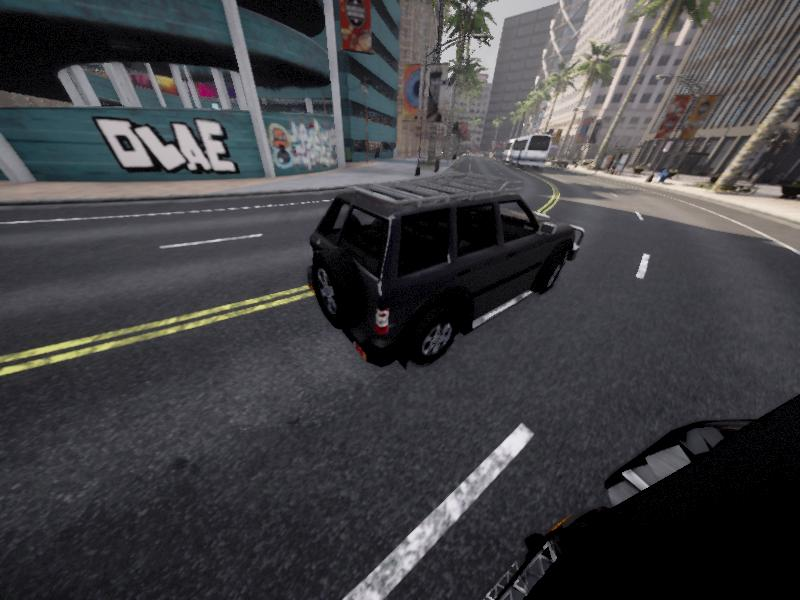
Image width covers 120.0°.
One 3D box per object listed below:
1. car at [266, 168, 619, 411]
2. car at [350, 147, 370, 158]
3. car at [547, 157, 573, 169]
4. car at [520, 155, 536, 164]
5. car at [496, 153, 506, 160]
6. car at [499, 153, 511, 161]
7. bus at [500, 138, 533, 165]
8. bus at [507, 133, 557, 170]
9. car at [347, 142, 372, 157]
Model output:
[{"bbox_3d":[0.948,-0.842,3.550,4.605,1.855,1.932,-21,41,-31],"label":"car"},{"bbox_3d":[-7.125,-26.692,41.778,2.007,1.523,4.514,10,34,11],"label":"car"},{"bbox_3d":[28.494,-24.514,41.285,2.231,1.521,4.892,10,34,11],"label":"car"},{"bbox_3d":[28.562,-31.443,51.647,2.038,1.542,4.974,10,34,11],"label":"car"},{"bbox_3d":[31.127,-44.393,71.362,2.152,1.651,5.027,11,35,12],"label":"car"},{"bbox_3d":[28.576,-39.098,63.259,2.152,1.651,5.027,10,34,11],"label":"car"},{"bbox_3d":[24.364,-31.620,49.152,3.944,4.253,10.273,10,35,11],"label":"bus"},{"bbox_3d":[20.729,-23.918,37.363,3.944,4.253,10.273,10,34,10],"label":"bus"},{"bbox_3d":[-7.124,-26.987,41.513,2.435,2.045,5.566,10,34,11],"label":"car"}]
